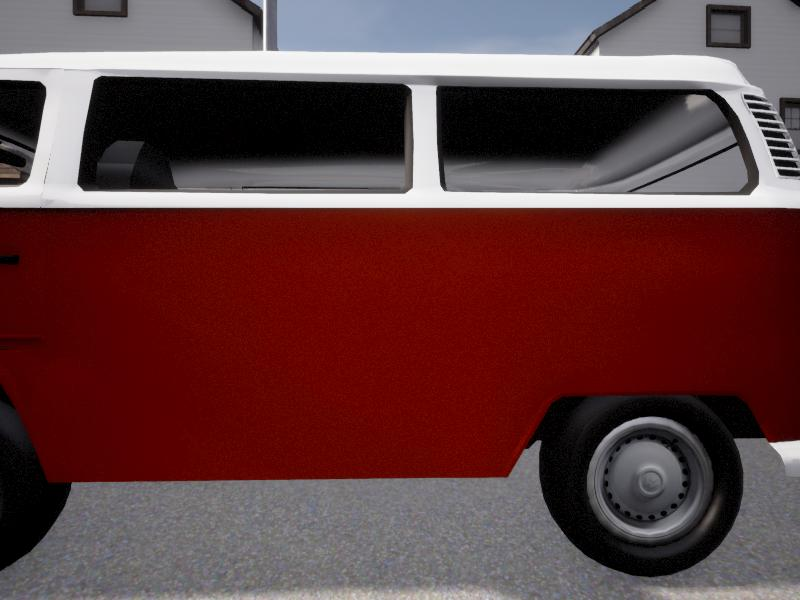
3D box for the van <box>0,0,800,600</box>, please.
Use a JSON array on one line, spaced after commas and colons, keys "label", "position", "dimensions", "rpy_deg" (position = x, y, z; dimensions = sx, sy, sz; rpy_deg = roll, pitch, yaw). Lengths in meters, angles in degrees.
[{"label": "van", "position": [-0.423, -0.028, 2.192], "dimensions": [4.480, 2.038, 2.069], "rpy_deg": [0, 0, -2]}]
